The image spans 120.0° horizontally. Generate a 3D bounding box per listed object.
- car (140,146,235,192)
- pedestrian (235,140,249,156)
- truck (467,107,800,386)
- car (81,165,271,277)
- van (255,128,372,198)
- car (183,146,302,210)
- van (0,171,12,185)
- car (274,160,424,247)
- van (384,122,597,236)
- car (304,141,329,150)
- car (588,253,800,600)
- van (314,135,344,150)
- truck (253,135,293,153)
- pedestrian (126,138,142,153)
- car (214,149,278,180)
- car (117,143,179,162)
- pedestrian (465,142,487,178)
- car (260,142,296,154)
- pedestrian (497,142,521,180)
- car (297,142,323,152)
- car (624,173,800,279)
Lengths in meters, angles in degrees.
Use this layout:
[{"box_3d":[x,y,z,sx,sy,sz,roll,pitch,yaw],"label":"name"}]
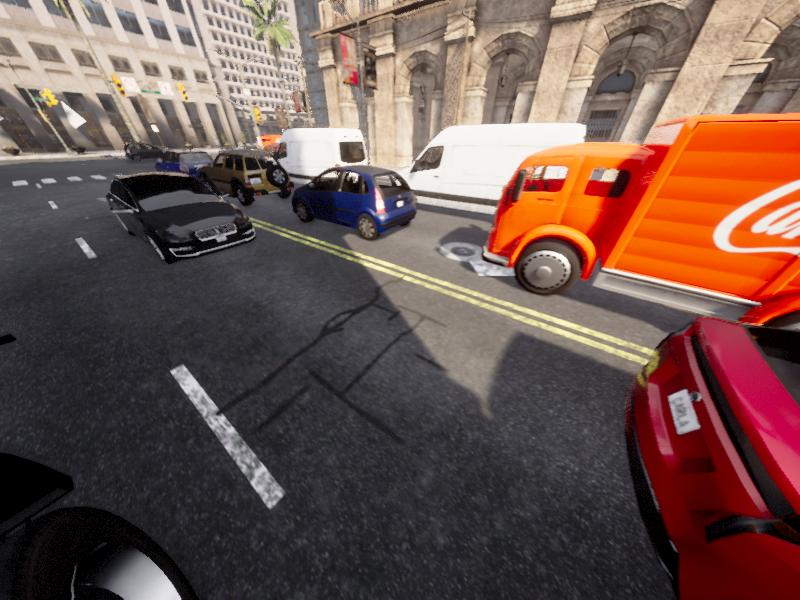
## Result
[{"box_3d":[-11.586,-7.302,12.621,4.553,1.767,2.097,23,41,28],"label":"car"},{"box_3d":[-21.856,-21.050,31.949,0.751,1.860,0.751,21,40,27],"label":"pedestrian"},{"box_3d":[4.170,-1.104,3.366,5.204,2.467,2.627,22,41,28],"label":"truck"},{"box_3d":[-5.743,-2.328,5.870,4.892,1.490,1.837,23,41,28],"label":"car"},{"box_3d":[-4.400,-7.138,11.802,5.915,2.561,1.988,23,41,28],"label":"van"},{"box_3d":[-6.634,-5.314,9.768,4.605,1.855,1.932,22,41,28],"label":"car"},{"box_3d":[-24.266,-7.186,12.191,4.442,1.987,1.775,9,36,12],"label":"van"},{"box_3d":[-1.518,-3.095,6.895,3.988,1.617,1.851,22,41,28],"label":"car"},{"box_3d":[2.443,-4.317,7.852,5.915,2.561,1.988,22,41,28],"label":"van"},{"box_3d":[-18.172,-33.858,50.525,2.163,1.488,4.792,22,41,28],"label":"car"},{"box_3d":[3.513,1.486,0.505,4.514,1.525,2.007,22,41,28],"label":"car"},{"box_3d":[-15.050,-33.656,49.305,1.988,2.561,5.915,23,41,28],"label":"van"},{"box_3d":[-22.345,-27.748,40.961,2.627,2.467,5.204,23,41,28],"label":"truck"},{"box_3d":[-39.153,-22.764,33.978,0.751,1.860,0.751,25,42,31],"label":"pedestrian"},{"box_3d":[-10.263,-9.122,15.445,3.633,1.501,1.845,23,41,28],"label":"car"},{"box_3d":[-27.538,-16.281,25.399,1.851,1.617,3.988,23,41,28],"label":"car"},{"box_3d":[4.710,-8.692,14.360,0.751,1.860,0.751,26,43,32],"label":"pedestrian"},{"box_3d":[-20.289,-25.527,38.684,2.163,1.488,4.792,23,41,28],"label":"car"},{"box_3d":[6.572,-8.391,13.948,0.751,1.860,0.751,19,39,25],"label":"pedestrian"},{"box_3d":[-16.663,-28.438,42.847,1.970,1.475,3.806,23,41,28],"label":"car"},{"box_3d":[7.735,-1.727,5.094,3.633,1.501,1.845,22,41,28],"label":"car"}]
